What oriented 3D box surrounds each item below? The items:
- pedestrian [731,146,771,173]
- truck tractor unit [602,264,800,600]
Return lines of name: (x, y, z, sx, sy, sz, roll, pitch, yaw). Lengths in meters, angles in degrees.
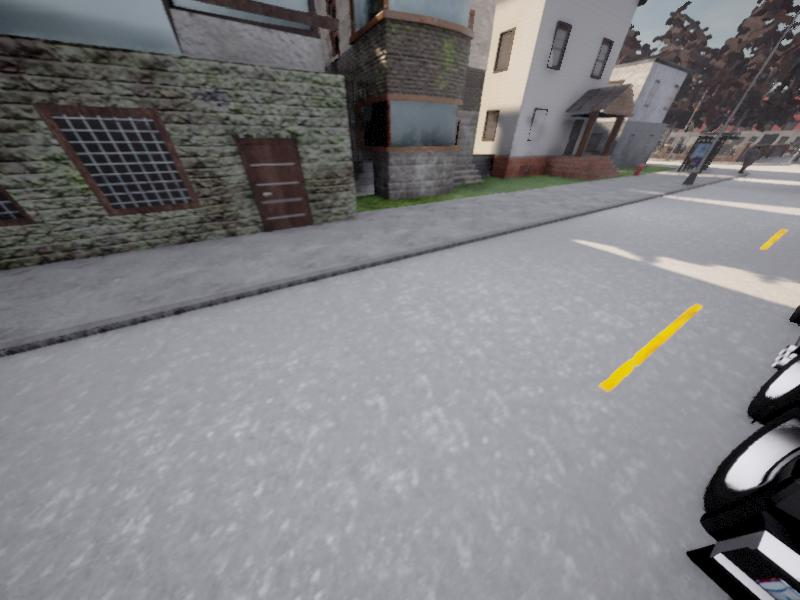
pedestrian: (28.149, -11.277, 18.573, 0.751, 1.860, 0.751, -3, 35, -5)
truck tractor unit: (5.107, -0.303, 0.785, 6.516, 4.208, 3.053, -18, 39, -24)
